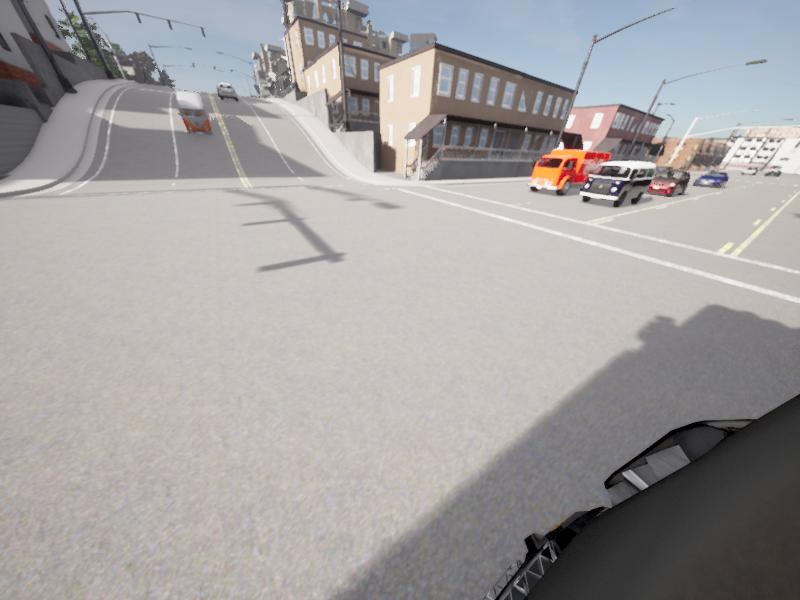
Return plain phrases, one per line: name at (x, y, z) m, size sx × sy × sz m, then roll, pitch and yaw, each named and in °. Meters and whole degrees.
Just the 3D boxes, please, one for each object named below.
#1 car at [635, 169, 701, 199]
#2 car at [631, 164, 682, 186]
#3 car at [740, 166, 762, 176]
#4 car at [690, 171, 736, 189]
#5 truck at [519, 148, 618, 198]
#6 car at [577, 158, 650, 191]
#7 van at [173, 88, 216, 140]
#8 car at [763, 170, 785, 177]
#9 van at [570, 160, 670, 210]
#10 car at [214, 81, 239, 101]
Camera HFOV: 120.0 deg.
car at (19.541, -8.554, 16.871) m, size 3.988 × 1.617 × 1.851 m, roll -17°, pitch 39°, yaw -28°
car at (27.035, -13.242, 24.333) m, size 4.553 × 1.767 × 2.097 m, roll -17°, pitch 39°, yaw -27°
car at (84.491, -31.140, 55.607) m, size 4.605 × 1.855 × 1.932 m, roll -17°, pitch 39°, yaw -27°
car at (32.441, -12.496, 23.940) m, size 4.674 × 1.442 × 1.812 m, roll -17°, pitch 39°, yaw -28°
truck at (11.083, -8.480, 15.333) m, size 5.204 × 2.467 × 2.627 m, roll -16°, pitch 38°, yaw -26°
car at (17.684, -10.425, 19.148) m, size 5.566 × 2.045 × 2.150 m, roll -17°, pitch 38°, yaw -27°
van at (-16.759, -15.160, 18.851) m, size 1.775 × 1.987 × 4.442 m, roll -18°, pitch 59°, yaw -28°
car at (86.165, -29.178, 53.219) m, size 4.181 × 1.385 × 1.994 m, roll -17°, pitch 39°, yaw -27°
van at (11.968, -6.376, 12.620) m, size 4.480 × 2.038 × 2.069 m, roll -17°, pitch 39°, yaw -28°
car at (-21.565, -25.959, 28.718) m, size 1.970 × 1.475 × 3.806 m, roll -17°, pitch 47°, yaw -28°
